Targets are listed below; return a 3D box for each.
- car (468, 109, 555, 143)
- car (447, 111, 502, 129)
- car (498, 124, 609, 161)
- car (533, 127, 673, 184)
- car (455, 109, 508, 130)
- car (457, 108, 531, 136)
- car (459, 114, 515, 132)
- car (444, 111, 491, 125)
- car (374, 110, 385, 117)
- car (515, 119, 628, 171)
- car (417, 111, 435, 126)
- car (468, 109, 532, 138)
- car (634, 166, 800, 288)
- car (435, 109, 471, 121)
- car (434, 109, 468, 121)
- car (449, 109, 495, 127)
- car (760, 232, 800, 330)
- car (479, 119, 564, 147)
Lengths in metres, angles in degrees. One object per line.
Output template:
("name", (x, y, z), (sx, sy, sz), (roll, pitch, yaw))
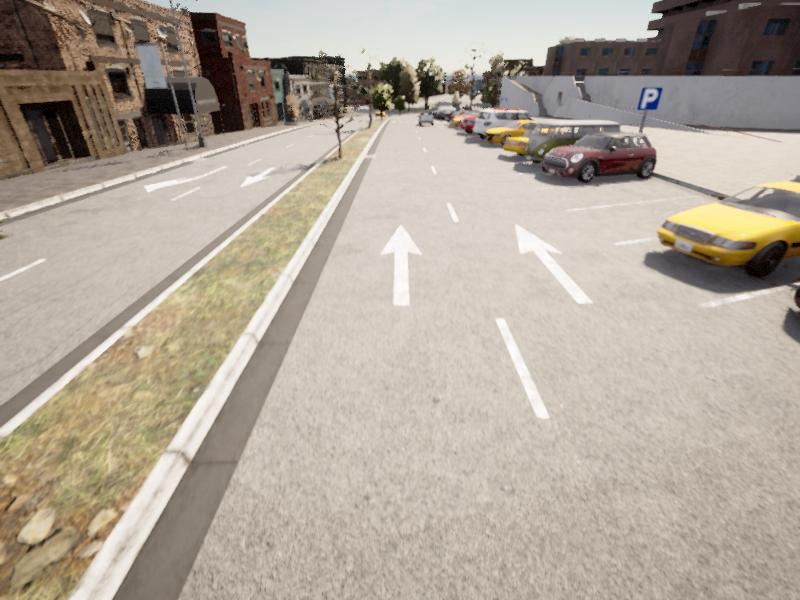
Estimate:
("car", (8.128, -12.845, 29.430), (5.566, 2.045, 2.435), (-9, 28, -18))
("car", (7.941, -19.271, 42.764), (5.366, 1.575, 1.946), (-9, 28, -18))
("car", (8.267, -8.577, 21.641), (5.366, 1.575, 1.946), (-9, 28, -18))
("car", (8.121, -5.940, 16.231), (4.553, 1.767, 2.185), (-9, 29, -18))
("car", (8.142, -18.087, 40.118), (4.553, 1.767, 2.185), (-9, 28, -18))
("car", (8.083, -15.521, 34.717), (5.566, 2.045, 2.435), (-9, 28, -18))
("car", (8.111, -16.605, 37.521), (4.674, 1.452, 2.002), (-9, 28, -18))
("car", (8.110, -21.932, 48.167), (5.008, 1.535, 2.097), (-8, 27, -18))
("car", (-4.519, -42.328, 90.724), (1.882, 1.535, 5.008), (2, 25, 4))
("car", (7.987, -7.367, 18.788), (4.442, 1.987, 1.878), (-9, 29, -18))
("car", (3.049, -21.481, 47.267), (1.845, 1.501, 3.633), (0, 26, 0))
("car", (7.998, -14.145, 32.048), (4.442, 1.987, 1.878), (-9, 28, -18))
("car", (7.909, -1.719, 8.271), (5.366, 1.575, 1.946), (-9, 29, -18))
("car", (8.134, -28.423, 61.548), (5.008, 1.535, 2.097), (-8, 27, -18))
("car", (8.140, -29.700, 64.221), (5.008, 1.535, 2.097), (-8, 27, -18))
("car", (8.148, -20.733, 45.449), (4.553, 1.767, 2.185), (-8, 28, -18))
("car", (8.082, -0.349, 5.699), (4.674, 1.452, 2.002), (-9, 29, -18))
("car", (8.104, -11.261, 26.880), (5.008, 1.535, 2.097), (-9, 29, -18))
